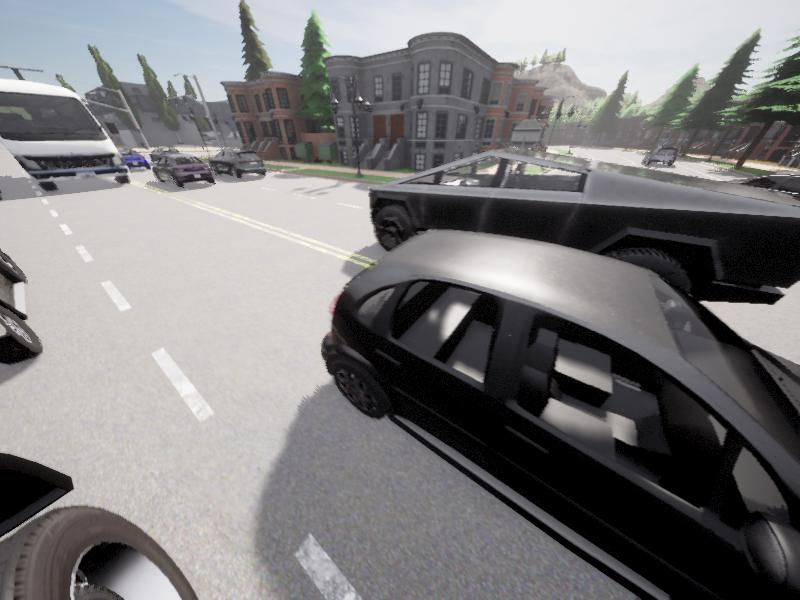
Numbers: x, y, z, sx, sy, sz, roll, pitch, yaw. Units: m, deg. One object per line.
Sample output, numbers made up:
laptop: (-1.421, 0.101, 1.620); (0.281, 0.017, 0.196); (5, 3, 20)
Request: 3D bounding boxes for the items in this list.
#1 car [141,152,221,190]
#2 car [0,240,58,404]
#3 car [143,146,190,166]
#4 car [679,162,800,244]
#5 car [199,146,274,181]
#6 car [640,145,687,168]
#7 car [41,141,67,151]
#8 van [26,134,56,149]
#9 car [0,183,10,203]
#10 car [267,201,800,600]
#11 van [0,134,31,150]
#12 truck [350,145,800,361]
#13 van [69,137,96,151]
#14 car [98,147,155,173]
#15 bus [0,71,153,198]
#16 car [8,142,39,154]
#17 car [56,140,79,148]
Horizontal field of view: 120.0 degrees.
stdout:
car: (-12.421, -7.426, 13.095); (4.193, 1.474, 1.816); (22, 41, 28)
car: (-6.335, -0.143, 2.552); (4.605, 1.855, 1.932); (21, 40, 29)
car: (-22.640, -14.045, 22.421); (4.193, 1.474, 1.816); (22, 41, 28)
car: (12.080, -3.148, 7.160); (1.837, 1.490, 4.892); (5, 36, 12)
car: (-11.214, -9.458, 15.860); (4.856, 1.649, 2.033); (23, 41, 27)
car: (26.320, -14.544, 23.279); (2.033, 1.649, 4.856); (23, 41, 28)
car: (-62.606, -27.837, 41.740); (4.674, 1.442, 1.812); (22, 41, 28)
van: (-78.081, -34.541, 50.288); (6.366, 2.431, 2.351); (22, 41, 28)
car: (-17.992, -4.793, 9.270); (3.633, 1.501, 1.845); (22, 41, 28)
car: (1.233, 0.539, 1.770); (3.988, 1.617, 1.851); (22, 41, 28)
van: (-76.575, -31.464, 45.930); (6.366, 2.431, 2.351); (22, 41, 28)
truck: (2.261, -1.707, 4.540); (6.274, 2.098, 2.390); (22, 41, 28)
van: (-59.392, -29.212, 43.245); (4.442, 1.987, 1.775); (22, 41, 28)
car: (-21.970, -11.311, 18.543); (4.193, 1.474, 1.816); (22, 41, 28)
bus: (-19.121, -8.914, 12.750); (10.273, 4.253, 3.944); (22, 41, 28)
car: (-59.717, -24.184, 36.606); (5.357, 1.411, 2.033); (22, 41, 28)
car: (-76.944, -36.145, 53.406); (4.792, 1.488, 2.163); (22, 41, 28)
